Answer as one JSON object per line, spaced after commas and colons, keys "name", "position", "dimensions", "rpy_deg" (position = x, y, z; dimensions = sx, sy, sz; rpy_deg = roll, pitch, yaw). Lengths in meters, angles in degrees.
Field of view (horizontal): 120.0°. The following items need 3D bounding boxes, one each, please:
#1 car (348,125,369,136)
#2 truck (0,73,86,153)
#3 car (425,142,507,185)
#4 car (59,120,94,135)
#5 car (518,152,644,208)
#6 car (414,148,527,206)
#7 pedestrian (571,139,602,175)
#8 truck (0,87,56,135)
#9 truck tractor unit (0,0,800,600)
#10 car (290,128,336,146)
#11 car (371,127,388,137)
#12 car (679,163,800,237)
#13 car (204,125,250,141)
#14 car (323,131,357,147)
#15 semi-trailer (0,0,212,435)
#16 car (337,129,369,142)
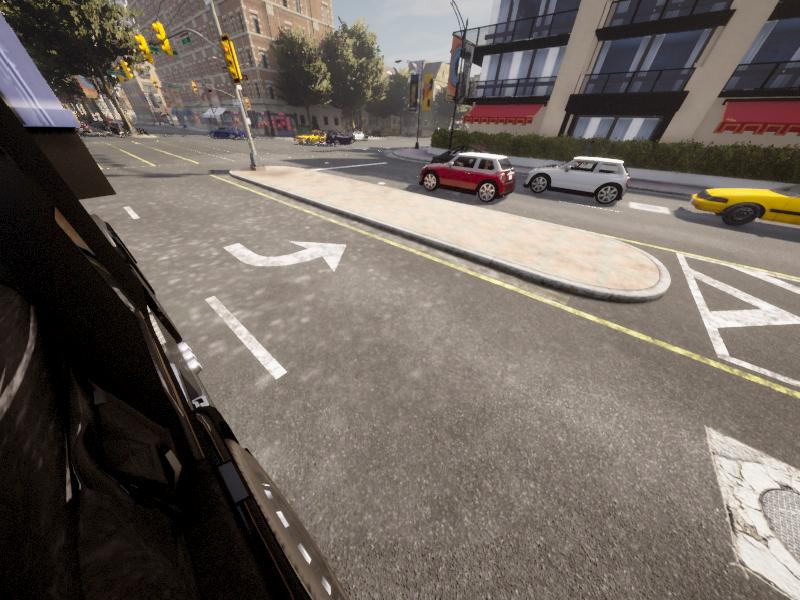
{"name": "car", "position": [-11.115, -45.021, 61.384], "dimensions": [5.566, 2.045, 2.150], "rpy_deg": [28, 43, 29]}
{"name": "truck", "position": [-26.152, -10.887, 13.345], "dimensions": [2.891, 3.827, 8.468], "rpy_deg": [27, 43, 29]}
{"name": "car", "position": [3.489, -7.613, 12.738], "dimensions": [3.705, 1.549, 1.789], "rpy_deg": [28, 43, 29]}
{"name": "car", "position": [-39.823, -21.264, 28.459], "dimensions": [4.718, 1.301, 1.895], "rpy_deg": [28, 43, 29]}
{"name": "car", "position": [7.679, -5.387, 10.092], "dimensions": [3.806, 1.475, 1.970], "rpy_deg": [28, 44, 30]}
{"name": "car", "position": [2.759, -5.249, 9.597], "dimensions": [3.806, 1.475, 1.970], "rpy_deg": [28, 43, 29]}
{"name": "pedestrian", "position": [11.857, -9.113, 14.719], "dimensions": [0.751, 1.860, 0.751], "rpy_deg": [28, 44, 30]}
{"name": "truck", "position": [-42.460, -20.962, 25.777], "dimensions": [8.468, 3.827, 2.891], "rpy_deg": [28, 43, 29]}
{"name": "truck tractor unit", "position": [-2.645, -0.295, 0.351], "dimensions": [6.516, 4.208, 3.053], "rpy_deg": [28, 44, 30]}
{"name": "car", "position": [-10.768, -20.530, 29.072], "dimensions": [1.801, 1.575, 5.366], "rpy_deg": [24, 42, 26]}
{"name": "car", "position": [-5.134, -41.730, 57.495], "dimensions": [3.866, 1.878, 1.905], "rpy_deg": [30, 45, 32]}
{"name": "car", "position": [12.687, -2.809, 6.878], "dimensions": [5.366, 1.575, 1.801], "rpy_deg": [28, 43, 29]}
{"name": "car", "position": [-22.984, -22.296, 30.775], "dimensions": [4.674, 1.442, 1.812], "rpy_deg": [8, 38, 7]}
{"name": "car", "position": [-7.325, -19.979, 28.597], "dimensions": [1.845, 1.501, 3.633], "rpy_deg": [27, 43, 29]}
{"name": "semi-trailer", "position": [-9.457, -2.940, 3.286], "dimensions": [14.254, 4.402, 2.717], "rpy_deg": [19, 40, 20]}
{"name": "car", "position": [-7.508, -26.529, 37.335], "dimensions": [2.038, 1.542, 4.974], "rpy_deg": [27, 43, 29]}
